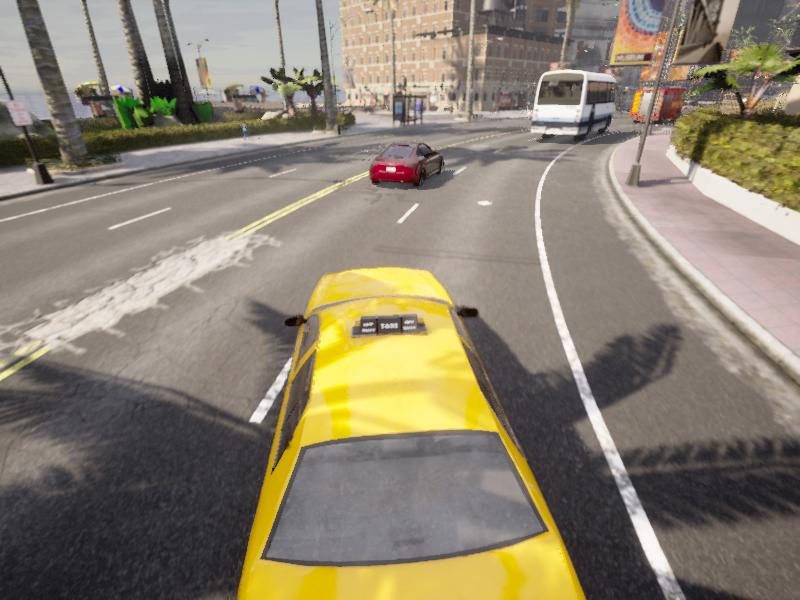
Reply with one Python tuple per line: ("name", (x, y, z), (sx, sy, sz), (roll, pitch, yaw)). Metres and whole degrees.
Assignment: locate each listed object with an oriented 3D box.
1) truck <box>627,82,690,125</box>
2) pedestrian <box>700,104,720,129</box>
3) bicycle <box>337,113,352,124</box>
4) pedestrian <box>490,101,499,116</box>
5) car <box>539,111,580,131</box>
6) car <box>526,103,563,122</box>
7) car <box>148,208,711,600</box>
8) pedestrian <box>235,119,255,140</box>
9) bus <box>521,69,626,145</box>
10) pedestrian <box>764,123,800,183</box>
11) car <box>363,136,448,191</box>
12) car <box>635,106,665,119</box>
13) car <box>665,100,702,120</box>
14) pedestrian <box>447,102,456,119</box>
("truck", (28.393, -21.561, 43.818), (8.468, 3.827, 2.891), (-24, 36, -39))
("pedestrian", (26.684, -15.786, 34.430), (0.751, 1.860, 0.751), (24, 36, 39))
("bicycle", (-5.885, -19.457, 42.822), (1.643, 1.024, 0.373), (-25, 36, -39))
("pedestrian", (13.030, -26.558, 55.387), (0.751, 1.860, 0.751), (-24, 36, -38))
("car", (14.461, -16.238, 36.220), (1.970, 1.475, 3.806), (22, 35, 36))
("car", (17.267, -22.403, 47.681), (4.605, 1.855, 1.932), (-24, 36, -39))
("car", (-0.105, 0.679, 3.544), (1.801, 1.575, 5.366), (-3, 28, -5))
("pedestrian", (-10.731, -11.819, 27.719), (0.751, 1.300, 0.751), (12, 30, 23))
("bus", (13.062, -14.376, 29.613), (3.944, 4.253, 10.273), (18, 33, 32))
("pedestrian", (13.589, -5.088, 13.867), (0.751, 1.860, 0.751), (11, 29, 21))
("car", (0.374, -5.466, 15.641), (1.994, 1.385, 4.181), (9, 29, 18))
("car", (32.890, -24.754, 52.631), (4.181, 1.385, 1.994), (-24, 36, -38))
("car", (36.122, -24.273, 50.935), (5.566, 2.045, 2.150), (-24, 36, -38))
("pedestrian", (6.274, -23.024, 48.618), (0.751, 1.860, 0.751), (22, 35, 36))
